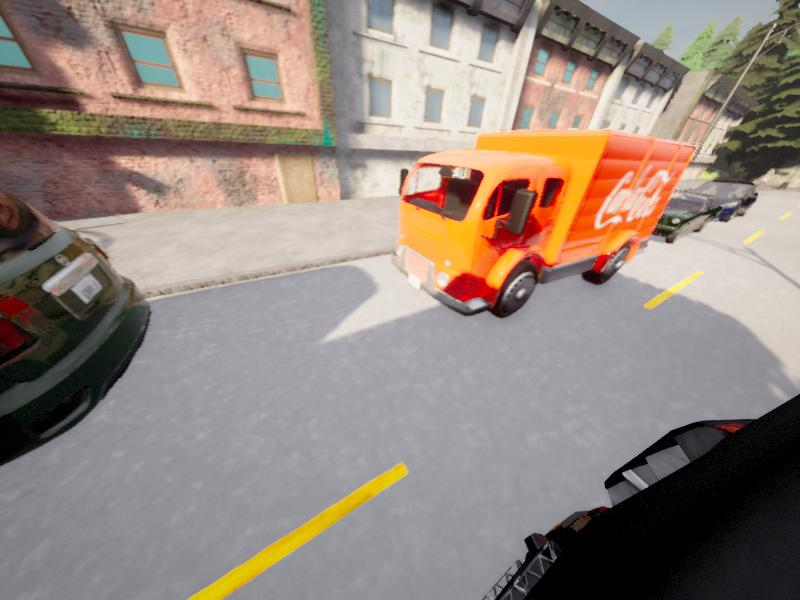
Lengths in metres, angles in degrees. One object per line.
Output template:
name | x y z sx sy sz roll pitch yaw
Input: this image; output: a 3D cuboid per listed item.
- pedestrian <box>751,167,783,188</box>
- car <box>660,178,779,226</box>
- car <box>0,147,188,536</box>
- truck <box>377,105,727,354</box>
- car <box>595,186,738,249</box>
pedestrian | 38.906 -13.032 24.512 0.751 1.860 0.751 9 34 9
car | 15.134 -4.815 10.972 4.792 1.488 2.163 -16 38 -26
car | -4.871 0.651 0.769 5.566 2.045 2.150 -16 38 -26
truck | 2.517 -1.625 4.352 5.204 2.467 2.627 -16 38 -26
car | 9.403 -3.099 8.138 4.718 1.301 1.895 -16 38 -26
